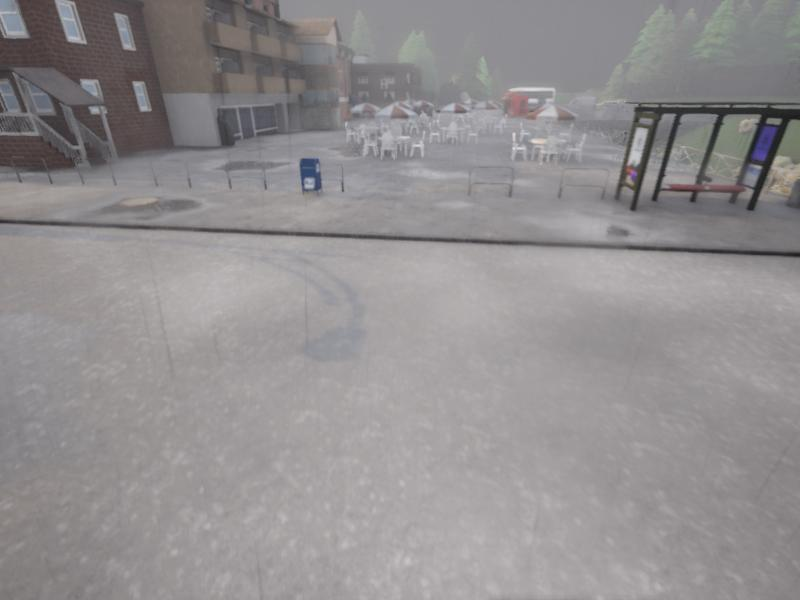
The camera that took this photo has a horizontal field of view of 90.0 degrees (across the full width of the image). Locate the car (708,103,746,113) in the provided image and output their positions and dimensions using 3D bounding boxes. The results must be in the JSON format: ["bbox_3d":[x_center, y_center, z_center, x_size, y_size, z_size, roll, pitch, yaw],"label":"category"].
[{"bbox_3d":[63.029,-37.052,77.238,5.027,1.651,2.152,3,27,7],"label":"car"}]

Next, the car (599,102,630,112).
[{"bbox_3d":[42.591,-38.415,79.623,4.856,1.649,2.033,3,27,7],"label":"car"}]

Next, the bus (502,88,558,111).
[{"bbox_3d":[27.135,-42.293,84.366,10.273,4.253,3.944,3,27,7],"label":"bus"}]

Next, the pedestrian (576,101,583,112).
[{"bbox_3d":[34.006,-36.743,75.871,0.751,1.860,0.751,4,27,7],"label":"pedestrian"}]

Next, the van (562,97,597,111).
[{"bbox_3d":[37.500,-40.981,83.616,5.915,2.561,1.988,3,27,7],"label":"van"}]
